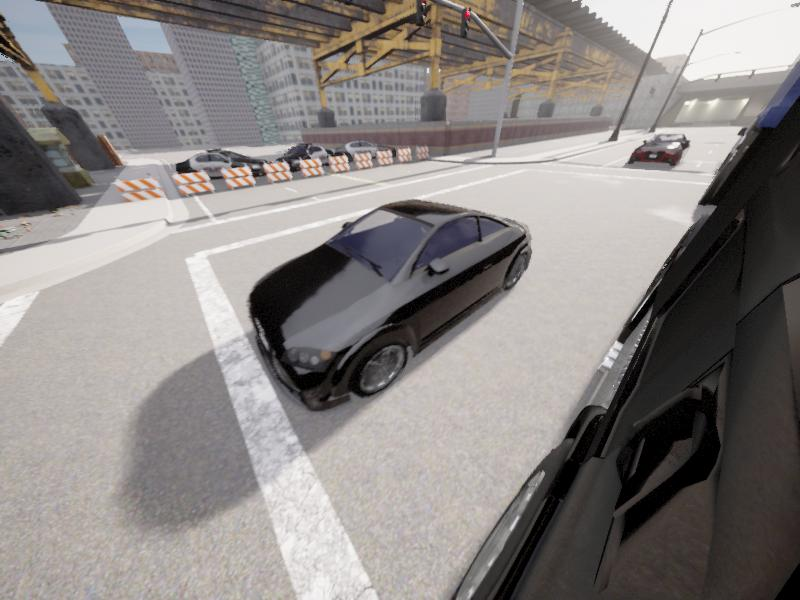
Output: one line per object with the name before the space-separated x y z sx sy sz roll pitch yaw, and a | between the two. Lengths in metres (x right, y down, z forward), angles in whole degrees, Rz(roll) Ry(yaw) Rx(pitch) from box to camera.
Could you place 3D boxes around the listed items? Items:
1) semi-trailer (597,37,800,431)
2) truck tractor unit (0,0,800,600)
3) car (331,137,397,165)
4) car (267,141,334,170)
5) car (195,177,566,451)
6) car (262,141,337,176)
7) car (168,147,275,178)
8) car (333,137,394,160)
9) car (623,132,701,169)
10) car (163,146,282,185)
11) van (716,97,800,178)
semi-trailer | 8.730 -3.572 4.211 14.254 4.402 2.717 -28 43 -30
truck tractor unit | 2.645 -0.295 0.351 6.516 4.208 3.053 -28 44 -30
car | -2.881 -12.221 18.829 4.974 1.542 2.038 -9 37 -8
car | -6.431 -9.823 15.572 1.853 1.218 4.536 6 38 12
car | 0.134 -0.558 3.243 4.181 1.385 1.994 -29 44 -30
car | -6.437 -9.667 15.626 2.038 1.542 4.974 6 38 12
car | -9.982 -7.890 13.200 4.536 1.218 1.853 0 37 4
car | -2.938 -12.339 18.727 4.536 1.218 1.853 -9 37 -8
car | 14.705 -8.473 12.951 4.181 1.385 1.994 -29 44 -30
car | -9.924 -7.764 13.291 4.974 1.542 2.038 0 37 4
van | 17.166 -7.528 10.564 5.915 2.561 1.988 -28 44 -30
